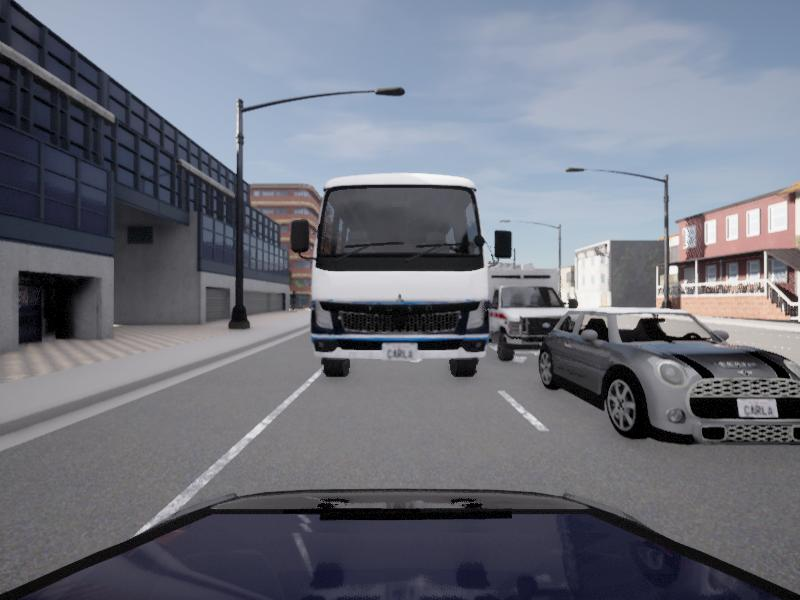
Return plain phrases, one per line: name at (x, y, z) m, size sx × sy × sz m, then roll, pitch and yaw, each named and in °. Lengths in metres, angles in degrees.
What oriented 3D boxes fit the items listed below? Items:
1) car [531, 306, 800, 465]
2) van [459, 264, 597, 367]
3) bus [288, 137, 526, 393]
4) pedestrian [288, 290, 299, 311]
car at (3.502, 0.859, 5.781) m, size 1.970 × 1.475 × 3.806 m, roll 0°, pitch 0°, yaw 0°
van at (3.499, 0.325, 12.674) m, size 2.351 × 2.431 × 6.366 m, roll 0°, pitch 1°, yaw 0°
bus at (0.122, -0.573, 11.780) m, size 3.944 × 4.253 × 10.273 m, roll 0°, pitch 0°, yaw 0°
pedestrian at (-9.538, 0.023, 35.916) m, size 0.751 × 1.860 × 0.751 m, roll 0°, pitch 0°, yaw 1°
